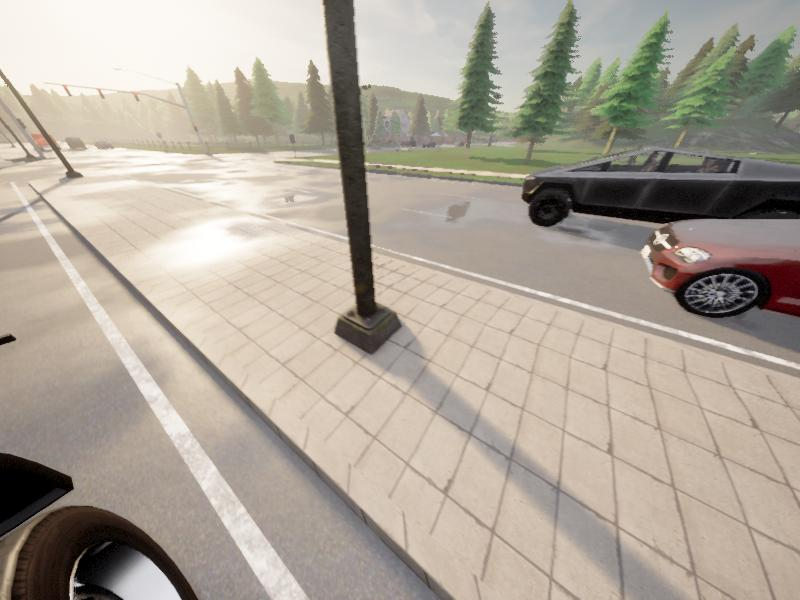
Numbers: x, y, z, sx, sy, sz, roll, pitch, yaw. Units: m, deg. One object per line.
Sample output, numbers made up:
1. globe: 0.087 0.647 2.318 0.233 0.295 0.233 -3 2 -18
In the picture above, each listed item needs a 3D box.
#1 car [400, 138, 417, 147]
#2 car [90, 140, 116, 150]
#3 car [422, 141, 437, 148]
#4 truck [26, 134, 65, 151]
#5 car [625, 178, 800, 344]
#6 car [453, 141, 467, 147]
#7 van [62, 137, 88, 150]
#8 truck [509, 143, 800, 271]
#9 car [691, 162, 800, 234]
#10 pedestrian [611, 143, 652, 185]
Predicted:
1. car: 2.349 -44.654 65.492 2.150 2.045 5.566 22 41 28
2. car: -59.945 -31.325 46.642 5.357 1.411 2.033 21 40 27
3. car: 7.928 -41.973 62.199 1.837 1.490 4.892 22 41 28
4. truck: -63.883 -28.440 41.594 5.204 2.467 2.627 21 40 27
5. car: 6.701 -0.324 3.012 5.027 1.651 2.152 22 40 27
6. car: 17.886 -46.642 68.953 2.128 1.511 4.902 22 41 28
7. van: -62.500 -30.132 44.425 4.442 1.987 1.775 21 40 27
8. truck: 6.815 -2.913 6.273 6.274 2.098 2.390 22 40 27
9. car: 12.281 -2.988 6.849 3.988 1.617 1.851 22 40 27
10. pedestrian: 12.357 -7.292 12.427 0.751 1.860 0.751 19 39 24
